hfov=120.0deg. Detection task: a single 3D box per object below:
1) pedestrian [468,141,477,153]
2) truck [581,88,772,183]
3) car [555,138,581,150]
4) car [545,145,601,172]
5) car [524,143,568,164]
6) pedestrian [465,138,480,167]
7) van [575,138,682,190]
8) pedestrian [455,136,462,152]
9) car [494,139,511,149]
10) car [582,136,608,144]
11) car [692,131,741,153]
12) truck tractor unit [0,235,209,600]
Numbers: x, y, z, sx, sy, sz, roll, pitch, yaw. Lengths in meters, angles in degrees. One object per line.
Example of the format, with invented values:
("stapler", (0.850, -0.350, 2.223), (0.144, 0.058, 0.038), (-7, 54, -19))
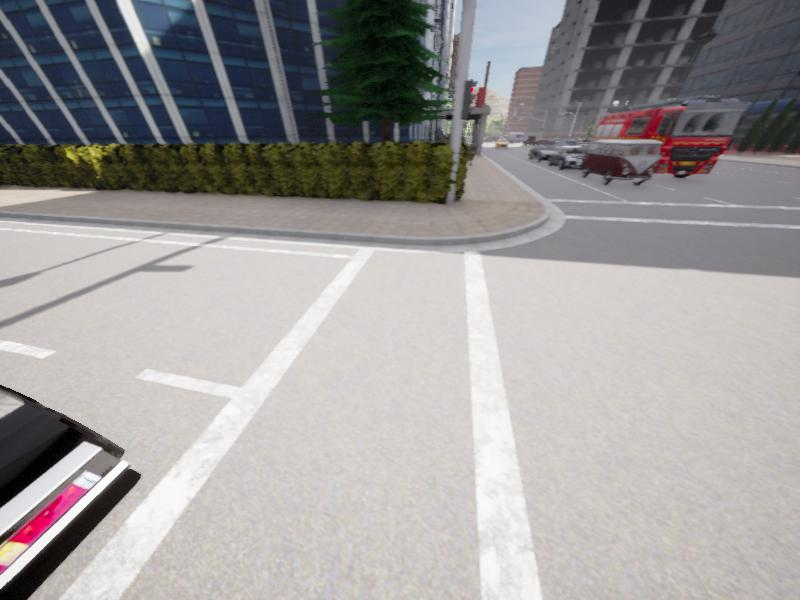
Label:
("pedestrian", (9.921, -20.921, 31.646), (0.751, 1.300, 0.751), (14, 38, 20))
("truck", (16.078, -10.516, 15.073), (2.891, 3.827, 8.468), (6, 36, 9))
("car", (29.054, -27.206, 40.248), (1.837, 1.490, 4.892), (6, 36, 9))
("car", (12.987, -10.896, 17.685), (1.970, 1.475, 3.806), (6, 36, 9))
("car", (14.211, -14.554, 22.862), (2.033, 1.411, 5.357), (6, 36, 9))
("pedestrian", (5.661, -11.513, 18.048), (0.751, 1.860, 0.751), (4, 36, 6))
("van", (11.788, -7.504, 12.511), (1.775, 1.987, 4.442), (6, 36, 9))
("pedestrian", (8.618, -22.842, 33.882), (0.751, 1.860, 0.751), (9, 37, 13))
("car", (19.127, -29.404, 43.474), (1.882, 1.535, 5.008), (6, 36, 9))
("car", (54.491, -44.845, 64.652), (5.027, 1.651, 2.152), (6, 36, 10))
("car", (39.911, -20.115, 29.344), (2.390, 2.098, 6.274), (27, 44, 33))
("truck tractor unit", (-5.324, 0.011, 0.351), (6.516, 4.208, 3.053), (8, 36, 11))
